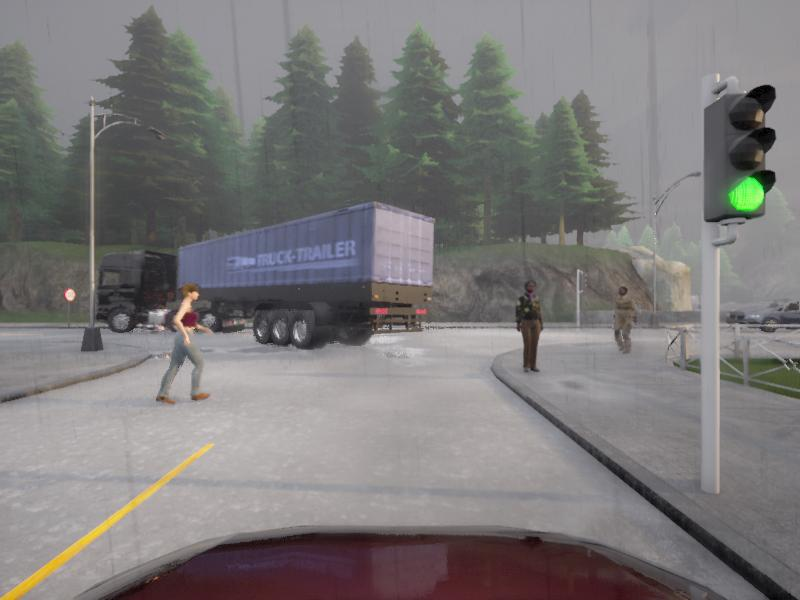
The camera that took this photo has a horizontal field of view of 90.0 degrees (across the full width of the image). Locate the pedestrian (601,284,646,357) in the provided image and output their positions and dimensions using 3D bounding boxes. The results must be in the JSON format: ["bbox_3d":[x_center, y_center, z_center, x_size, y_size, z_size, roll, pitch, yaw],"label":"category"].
[{"bbox_3d":[5.950,0.523,10.663,0.751,1.860,0.751,0,0,-27],"label":"pedestrian"}]

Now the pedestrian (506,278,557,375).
[{"bbox_3d":[2.632,0.515,8.059,0.751,1.860,0.751,0,0,-4],"label":"pedestrian"}]

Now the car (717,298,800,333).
[{"bbox_3d":[19.246,0.754,20.264,4.611,1.667,2.242,0,0,0],"label":"car"}]

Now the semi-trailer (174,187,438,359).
[{"bbox_3d":[-5.032,-0.636,16.039,14.254,4.402,2.717,0,-2,43],"label":"semi-trailer"}]

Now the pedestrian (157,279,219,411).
[{"bbox_3d":[-3.281,0.636,6.169,0.751,1.860,0.751,0,0,-36],"label":"pedestrian"}]

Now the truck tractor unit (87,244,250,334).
[{"bbox_3d":[-11.375,-0.525,20.153,6.516,4.208,3.053,0,0,2],"label":"truck tractor unit"}]
